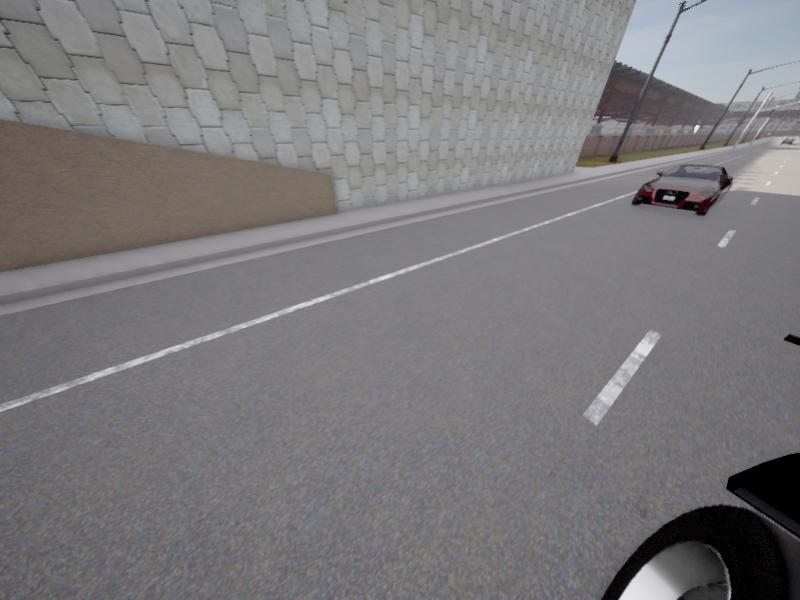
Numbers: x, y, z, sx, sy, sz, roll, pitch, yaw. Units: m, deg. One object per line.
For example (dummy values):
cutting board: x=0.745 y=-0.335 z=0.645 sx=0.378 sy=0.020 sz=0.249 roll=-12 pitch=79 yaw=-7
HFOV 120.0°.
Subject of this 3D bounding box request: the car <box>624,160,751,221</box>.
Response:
car: x=10.783 y=-4.282 z=8.682 sx=4.181 sy=1.385 sz=1.994 roll=-22 pitch=41 yaw=-28
